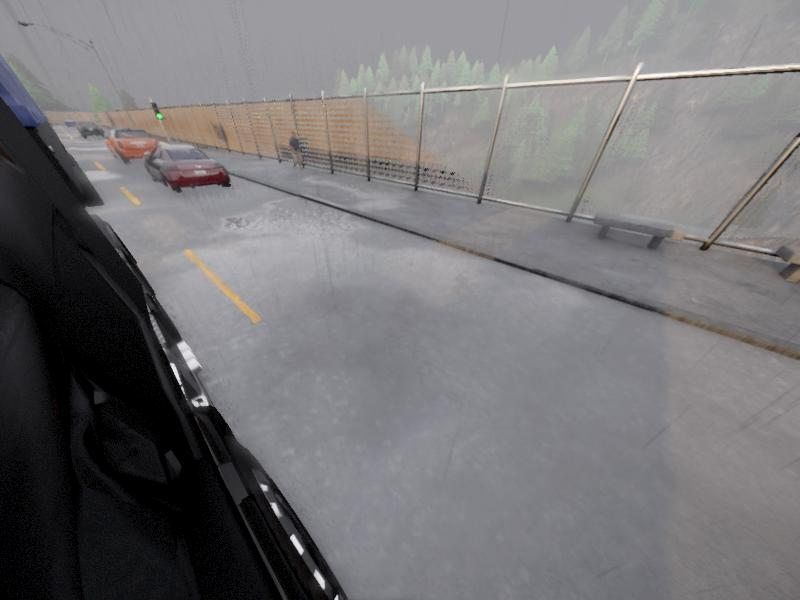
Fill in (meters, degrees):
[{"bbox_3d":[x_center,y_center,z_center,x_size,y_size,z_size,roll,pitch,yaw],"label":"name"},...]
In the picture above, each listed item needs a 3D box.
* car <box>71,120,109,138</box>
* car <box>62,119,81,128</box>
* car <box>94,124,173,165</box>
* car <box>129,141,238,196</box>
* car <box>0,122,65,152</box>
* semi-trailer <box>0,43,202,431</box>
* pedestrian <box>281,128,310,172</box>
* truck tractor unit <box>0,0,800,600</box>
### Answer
[{"bbox_3d":[-39.579,-21.791,29.443,4.553,1.767,2.097,28,44,30],"label":"car"},{"bbox_3d":[-76.732,-41.183,53.898,5.008,1.535,1.882,28,43,30],"label":"car"},{"bbox_3d":[-16.529,-9.701,14.327,4.553,1.767,2.097,28,44,30],"label":"car"},{"bbox_3d":[-8.792,-5.479,9.389,4.181,1.385,1.994,28,43,30],"label":"car"},{"bbox_3d":[-28.229,-12.681,17.867,5.238,1.638,1.930,28,43,30],"label":"car"},{"bbox_3d":[-8.707,-3.574,4.257,14.254,4.402,2.717,28,44,30],"label":"semi-trailer"},{"bbox_3d":[-5.540,-7.982,12.309,0.751,1.860,0.751,27,43,29],"label":"pedestrian"},{"bbox_3d":[-2.645,-0.295,0.351,6.516,4.208,3.053,28,44,30],"label":"truck tractor unit"}]
